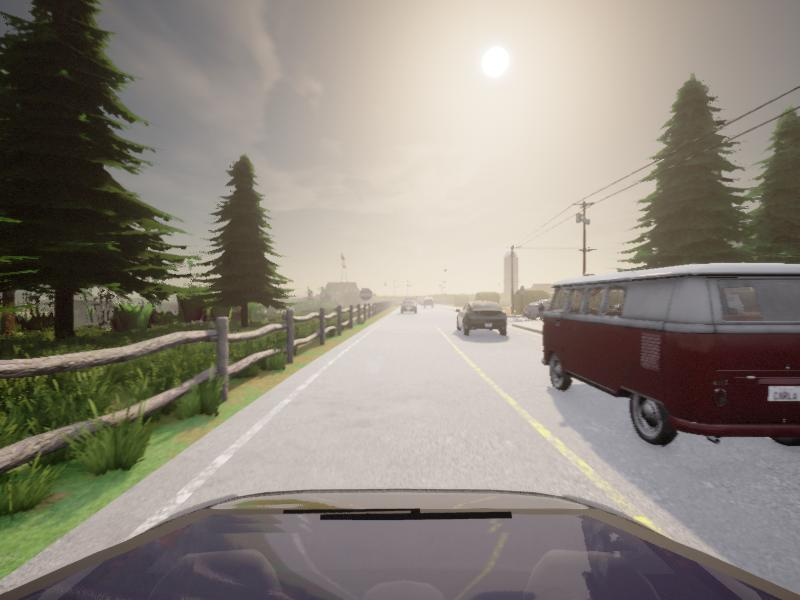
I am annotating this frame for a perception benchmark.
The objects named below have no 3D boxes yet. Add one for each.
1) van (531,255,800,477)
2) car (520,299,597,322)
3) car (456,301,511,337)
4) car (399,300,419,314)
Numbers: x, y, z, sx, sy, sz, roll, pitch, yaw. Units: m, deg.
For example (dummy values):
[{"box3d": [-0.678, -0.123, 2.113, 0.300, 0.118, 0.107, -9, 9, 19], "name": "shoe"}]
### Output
[{"box3d": [3.505, 0.586, 5.804, 1.775, 1.987, 4.442, 0, 0, 0], "name": "van"}, {"box3d": [11.931, 0.778, 30.269, 5.027, 1.651, 2.152, 0, 0, -9], "name": "car"}, {"box3d": [3.802, 0.816, 19.032, 1.837, 1.490, 4.892, 0, -1, 3], "name": "car"}, {"box3d": [1.039, 0.784, 46.145, 2.128, 1.511, 4.902, 0, 0, 2], "name": "car"}]
